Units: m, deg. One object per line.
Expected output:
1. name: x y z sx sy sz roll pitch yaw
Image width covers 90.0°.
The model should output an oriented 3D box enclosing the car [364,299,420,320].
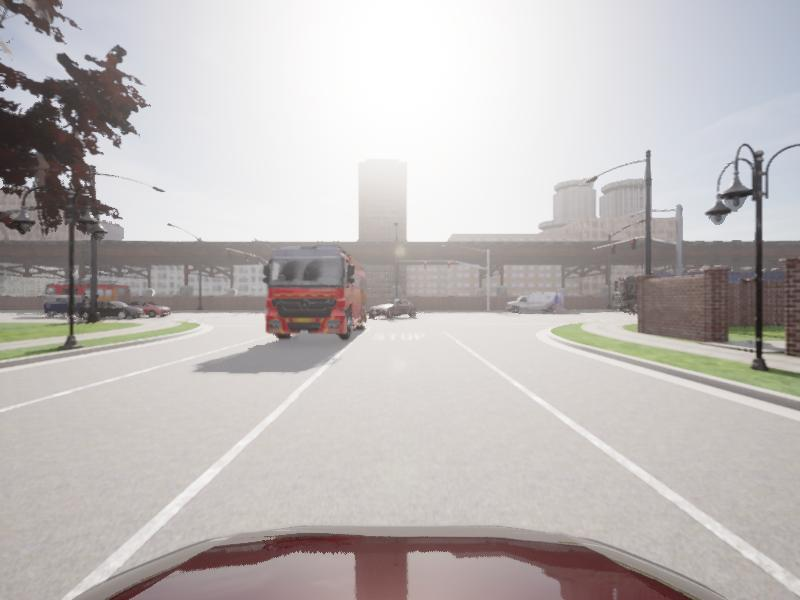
1. car: -0.590 0.755 33.590 2.152 1.651 5.027 0 0 35

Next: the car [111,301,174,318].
1. car: -23.390 0.818 36.427 4.514 1.525 2.007 0 0 2

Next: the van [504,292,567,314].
1. van: 15.458 0.303 45.905 6.366 2.431 2.351 0 0 2

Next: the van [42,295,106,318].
1. van: -29.799 0.586 36.594 4.442 1.987 1.775 0 0 2

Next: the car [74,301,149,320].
1. car: -23.710 0.835 32.932 4.892 1.490 1.837 0 0 1

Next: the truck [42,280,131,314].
1. truck: -36.913 -0.335 47.290 8.468 3.827 2.891 0 0 1

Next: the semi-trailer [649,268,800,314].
1. semi-trailer: 34.067 -0.896 41.637 14.254 4.402 2.717 -1 0 3

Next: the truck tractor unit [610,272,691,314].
1. truck tractor unit: 26.168 -0.704 42.037 6.516 4.208 3.053 0 0 2

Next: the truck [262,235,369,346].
1. truck: -3.269 -0.320 18.131 2.891 3.827 8.468 0 0 1
